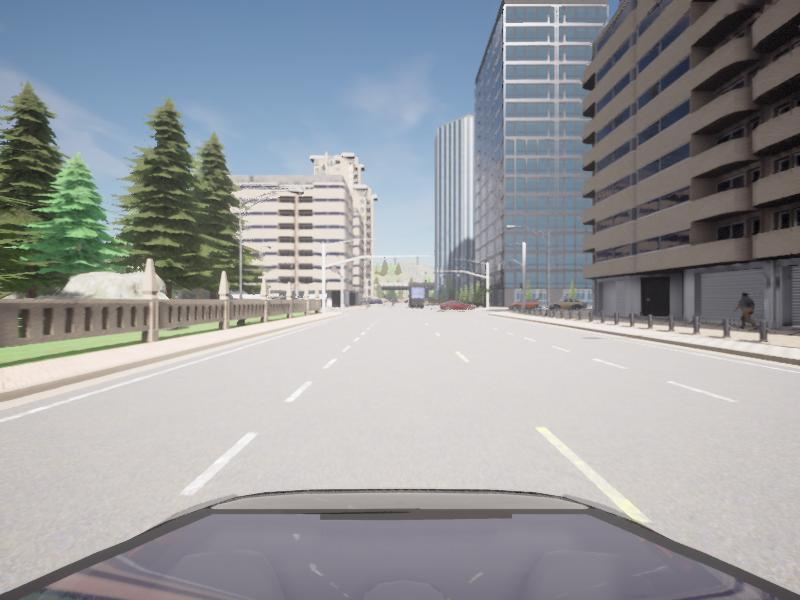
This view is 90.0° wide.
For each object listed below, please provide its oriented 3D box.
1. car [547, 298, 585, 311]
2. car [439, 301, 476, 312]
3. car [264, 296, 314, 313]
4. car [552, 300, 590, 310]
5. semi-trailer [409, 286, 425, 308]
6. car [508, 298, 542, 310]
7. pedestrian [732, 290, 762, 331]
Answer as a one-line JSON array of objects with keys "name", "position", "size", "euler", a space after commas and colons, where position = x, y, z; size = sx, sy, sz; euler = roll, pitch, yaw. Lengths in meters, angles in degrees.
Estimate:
[{"name": "car", "position": [23.506, 0.613, 56.883], "size": [4.605, 1.855, 1.932], "euler": [0, 0, 0]}, {"name": "car", "position": [7.642, 0.840, 53.472], "size": [4.674, 1.442, 1.812], "euler": [0, 0, 0]}, {"name": "car", "position": [-13.860, 0.529, 50.194], "size": [5.566, 2.045, 2.150], "euler": [0, 0, 2]}, {"name": "car", "position": [25.769, 0.798, 60.371], "size": [4.902, 1.511, 2.128], "euler": [0, 0, 0]}, {"name": "semi-trailer", "position": [3.497, -0.623, 85.248], "size": [2.717, 4.402, 14.254], "euler": [0, 1, 0]}, {"name": "car", "position": [18.818, 0.656, 60.425], "size": [4.553, 1.767, 2.097], "euler": [0, 0, 1]}, {"name": "pedestrian", "position": [16.288, 0.488, 18.786], "size": [0.751, 1.860, 0.751], "euler": [0, 0, -8]}]
